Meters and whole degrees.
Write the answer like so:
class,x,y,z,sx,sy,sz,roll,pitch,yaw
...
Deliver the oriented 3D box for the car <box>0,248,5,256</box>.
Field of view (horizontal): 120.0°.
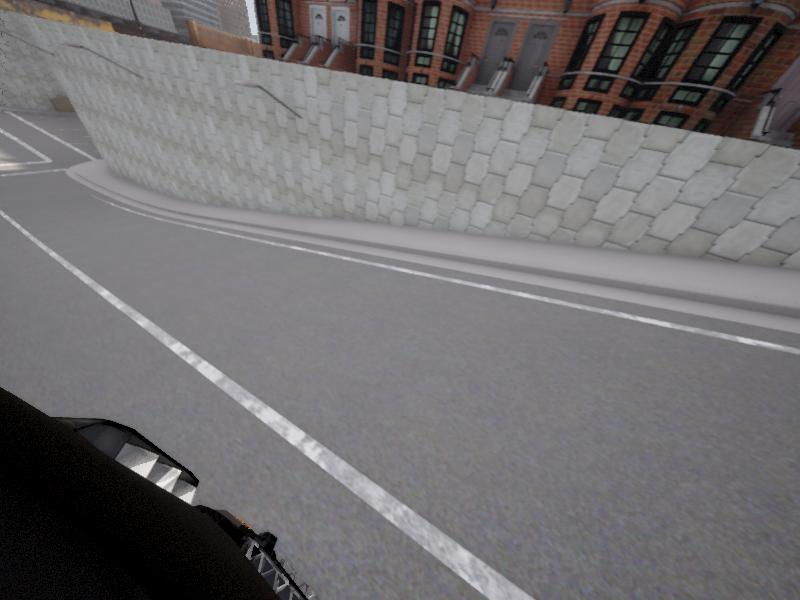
class,x,y,z,sx,sy,sz,roll,pitch,yaw
car,-14.849,-2.066,7.127,4.181,1.385,1.994,17,38,26
